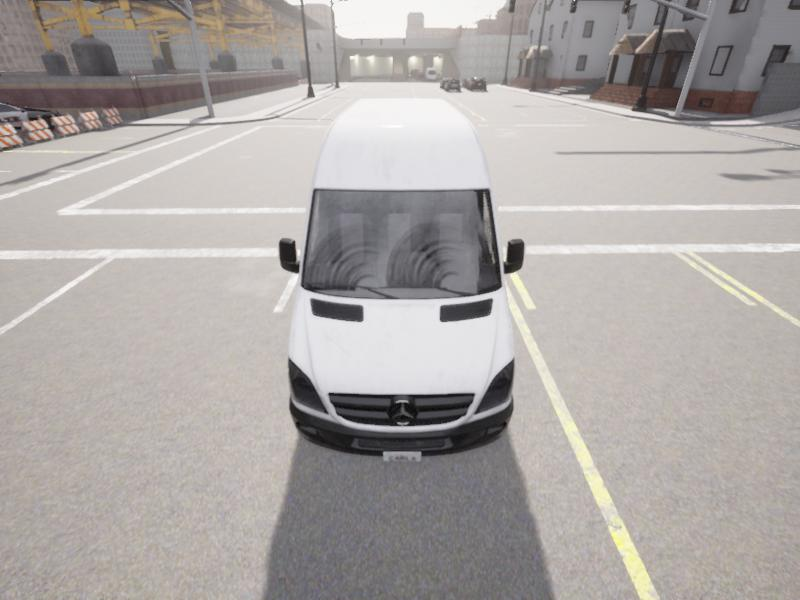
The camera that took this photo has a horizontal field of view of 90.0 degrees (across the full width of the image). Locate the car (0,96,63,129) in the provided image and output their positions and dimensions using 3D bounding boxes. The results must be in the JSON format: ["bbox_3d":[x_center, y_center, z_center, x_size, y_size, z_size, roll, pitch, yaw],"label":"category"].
[{"bbox_3d":[-20.209,-9.380,20.086,1.853,1.218,4.536,15,34,24],"label":"car"}]

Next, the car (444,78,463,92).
[{"bbox_3d":[7.120,-28.933,53.817,2.007,1.525,4.514,0,30,0],"label":"car"}]

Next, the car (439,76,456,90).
[{"bbox_3d":[7.138,-32.695,60.119,1.930,1.638,5.238,0,30,0],"label":"car"}]

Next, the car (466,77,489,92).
[{"bbox_3d":[10.621,-29.792,55.141,2.242,1.667,4.611,0,30,0],"label":"car"}]

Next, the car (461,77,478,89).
[{"bbox_3d":[10.727,-33.600,61.859,1.812,1.442,4.674,0,30,0],"label":"car"}]

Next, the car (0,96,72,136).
[{"bbox_3d":[-20.185,-9.267,20.205,2.038,1.542,4.974,15,34,24],"label":"car"}]

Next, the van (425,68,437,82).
[{"bbox_3d":[6.622,-48.691,86.470,1.988,2.561,5.915,-1,30,-1],"label":"van"}]

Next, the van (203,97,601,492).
[{"bbox_3d":[0.015,-1.016,5.200,1.988,2.561,5.915,0,30,0],"label":"van"}]
